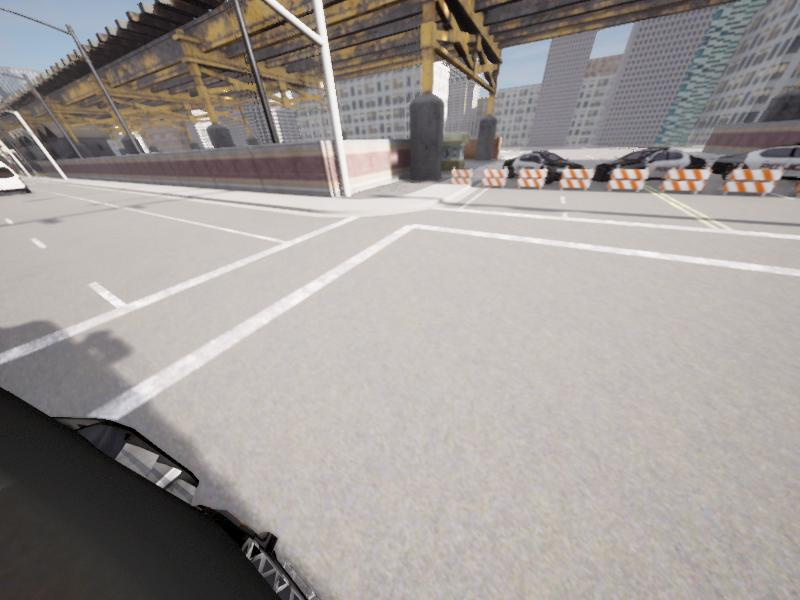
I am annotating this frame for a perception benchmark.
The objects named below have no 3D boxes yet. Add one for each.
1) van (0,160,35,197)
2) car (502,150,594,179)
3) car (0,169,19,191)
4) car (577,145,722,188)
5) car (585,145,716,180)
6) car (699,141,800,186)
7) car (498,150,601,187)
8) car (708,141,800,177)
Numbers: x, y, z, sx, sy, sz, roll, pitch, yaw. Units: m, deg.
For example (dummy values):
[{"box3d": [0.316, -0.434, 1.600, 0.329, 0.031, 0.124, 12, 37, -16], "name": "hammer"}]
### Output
[{"box3d": [-36.069, -10.915, 20.721, 5.915, 2.561, 1.988, 16, 38, 26], "name": "van"}, {"box3d": [8.455, -8.208, 13.823, 1.853, 1.218, 4.536, -11, 35, -12], "name": "car"}, {"box3d": [-42.981, -12.620, 24.380, 3.866, 1.878, 1.905, 16, 38, 26], "name": "car"}, {"box3d": [12.472, -6.918, 11.871, 4.974, 1.542, 2.038, -6, 34, -4], "name": "car"}, {"box3d": [12.517, -7.054, 11.787, 4.536, 1.218, 1.853, -6, 34, -4], "name": "car"}, {"box3d": [17.512, -5.988, 10.094, 2.038, 1.542, 4.974, -21, 38, -24], "name": "car"}, {"box3d": [8.477, -8.051, 13.869, 2.038, 1.542, 4.974, -11, 35, -12], "name": "car"}, {"box3d": [17.478, -6.142, 10.044, 1.853, 1.218, 4.536, -21, 38, -24], "name": "car"}]
